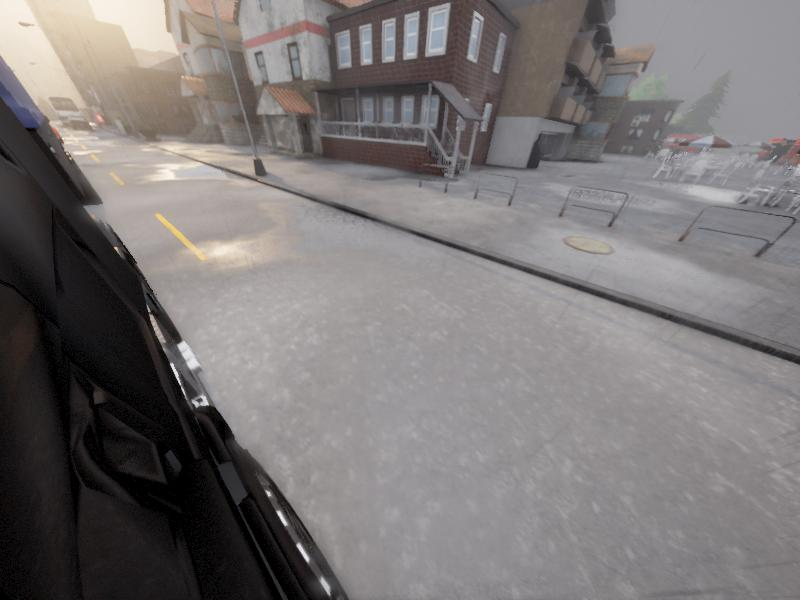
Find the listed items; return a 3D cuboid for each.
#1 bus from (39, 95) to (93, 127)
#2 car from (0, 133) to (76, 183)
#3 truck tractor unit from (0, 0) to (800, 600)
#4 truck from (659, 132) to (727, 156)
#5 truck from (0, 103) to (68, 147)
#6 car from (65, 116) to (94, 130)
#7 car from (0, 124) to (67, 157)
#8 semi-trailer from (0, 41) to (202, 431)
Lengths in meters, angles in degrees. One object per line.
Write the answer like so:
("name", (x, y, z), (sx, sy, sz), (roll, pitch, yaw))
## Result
("bus", (-63.147, -35.633, 43.710), (10.273, 4.253, 3.944), (28, 44, 30))
("car", (-15.926, -6.184, 9.834), (4.718, 1.301, 1.895), (28, 43, 30))
("truck tractor unit", (-2.645, -0.295, 0.351), (6.516, 4.208, 3.053), (28, 44, 30))
("truck", (64.561, -34.857, 51.372), (8.468, 3.827, 2.891), (28, 44, 30))
("truck", (-29.005, -13.643, 17.979), (5.204, 2.467, 2.627), (28, 44, 30))
("car", (-50.368, -27.833, 36.281), (5.238, 1.638, 1.930), (28, 44, 30))
("car", (-22.863, -9.910, 14.299), (4.181, 1.385, 1.994), (28, 43, 29))
("semi-trailer", (-8.703, -3.601, 4.224), (14.254, 4.402, 2.717), (28, 44, 30))
